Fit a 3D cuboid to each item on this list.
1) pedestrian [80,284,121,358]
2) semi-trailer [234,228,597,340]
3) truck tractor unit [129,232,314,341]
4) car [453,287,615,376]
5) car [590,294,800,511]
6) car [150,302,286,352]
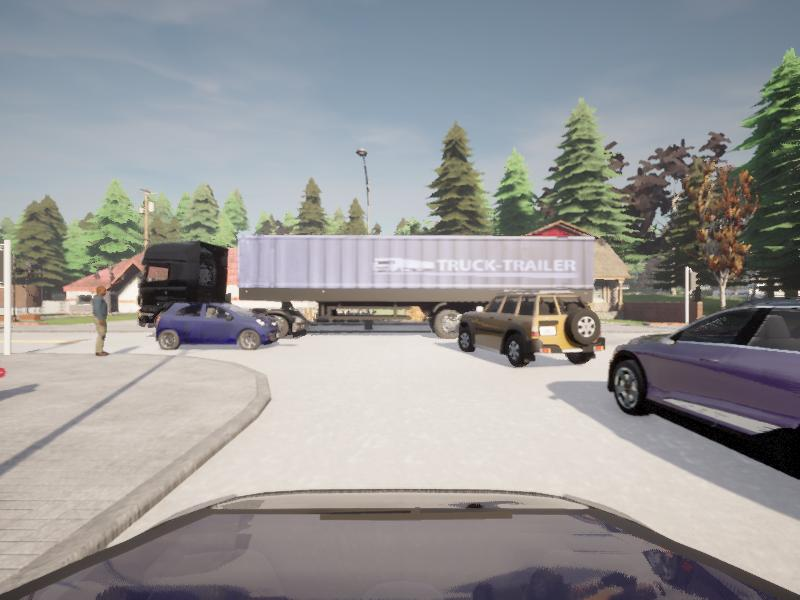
[{"bbox_3d":[-7.853,0.529,10.520,0.751,1.860,0.751,0,0,-29],"label":"pedestrian"},{"bbox_3d":[0.606,-0.626,17.079,14.254,4.402,2.717,0,0,0],"label":"semi-trailer"},{"bbox_3d":[-7.306,-0.530,17.139,6.516,4.208,3.053,0,0,0],"label":"truck tractor unit"},{"bbox_3d":[3.219,0.647,10.809,1.932,1.855,4.605,0,0,-15],"label":"car"},{"bbox_3d":[4.064,0.776,4.021,2.033,1.649,4.856,0,0,0],"label":"car"},{"bbox_3d":[-5.826,0.820,13.128,3.633,1.501,1.845,0,0,0],"label":"car"}]
